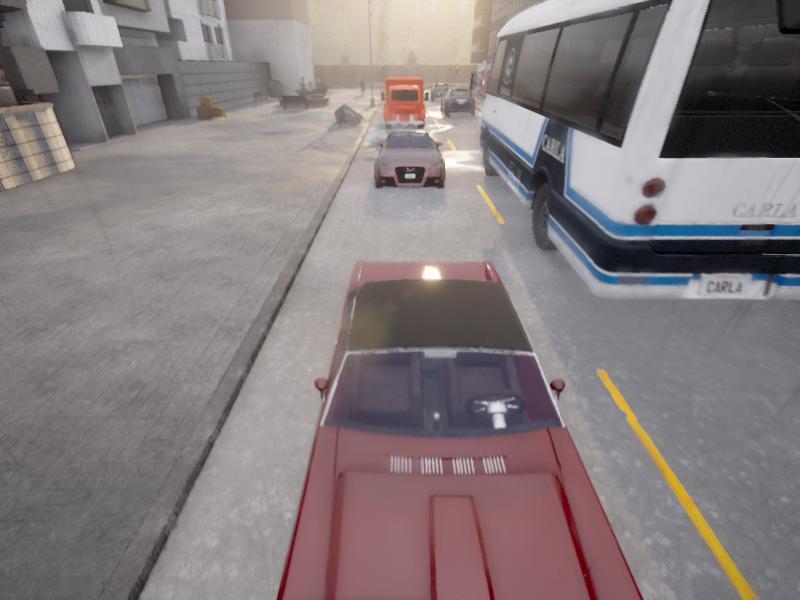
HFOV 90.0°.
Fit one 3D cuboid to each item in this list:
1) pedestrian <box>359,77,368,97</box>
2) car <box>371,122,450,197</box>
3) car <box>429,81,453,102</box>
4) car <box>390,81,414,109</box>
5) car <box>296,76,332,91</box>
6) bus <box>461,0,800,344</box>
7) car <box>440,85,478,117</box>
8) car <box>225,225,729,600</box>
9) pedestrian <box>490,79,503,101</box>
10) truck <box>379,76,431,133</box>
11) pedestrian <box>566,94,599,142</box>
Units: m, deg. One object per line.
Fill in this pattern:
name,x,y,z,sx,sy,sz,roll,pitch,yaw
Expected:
pedestrian,-4.073,-23.544,44.178,0.751,1.860,0.751,5,31,8
car,0.286,-4.448,12.257,1.994,1.385,4.181,0,30,0
car,4.102,-21.378,40.959,2.033,1.649,4.856,0,30,1
car,0.186,-17.490,34.046,1.905,1.878,3.866,0,30,0
car,-12.311,-31.276,57.717,4.553,1.767,2.097,0,30,0
bus,4.042,-3.916,8.505,3.944,4.253,10.273,0,31,1
car,4.189,-14.550,29.117,2.097,1.767,4.553,0,30,0
car,0.298,0.808,3.338,1.895,1.301,4.718,0,30,0
pedestrian,9.338,-20.368,38.749,0.751,1.860,0.751,-3,30,-5
truck,0.248,-11.240,22.762,2.627,2.467,5.204,0,31,0
pedestrian,7.993,-7.984,17.567,0.751,1.860,0.751,2,30,4
